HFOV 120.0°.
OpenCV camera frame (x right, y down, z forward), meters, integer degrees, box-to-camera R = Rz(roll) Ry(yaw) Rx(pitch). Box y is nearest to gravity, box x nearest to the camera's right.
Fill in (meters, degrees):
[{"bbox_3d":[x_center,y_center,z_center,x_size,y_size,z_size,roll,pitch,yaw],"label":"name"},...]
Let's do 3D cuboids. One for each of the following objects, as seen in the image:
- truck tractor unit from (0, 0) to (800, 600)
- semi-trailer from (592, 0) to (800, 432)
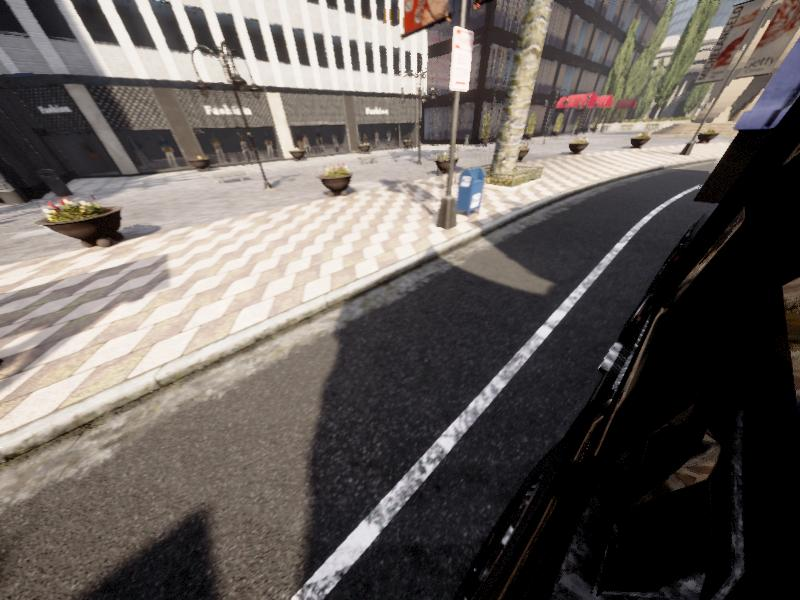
[{"bbox_3d":[2.645,-0.295,0.351,6.516,4.208,3.053,-28,44,-30],"label":"truck tractor unit"},{"bbox_3d":[9.073,-3.306,3.838,14.254,4.402,2.717,-23,41,-25],"label":"semi-trailer"}]
